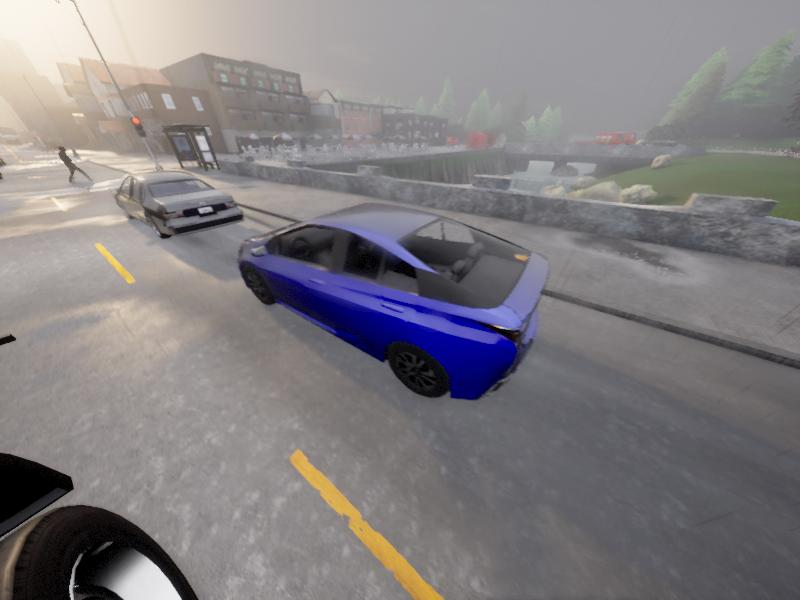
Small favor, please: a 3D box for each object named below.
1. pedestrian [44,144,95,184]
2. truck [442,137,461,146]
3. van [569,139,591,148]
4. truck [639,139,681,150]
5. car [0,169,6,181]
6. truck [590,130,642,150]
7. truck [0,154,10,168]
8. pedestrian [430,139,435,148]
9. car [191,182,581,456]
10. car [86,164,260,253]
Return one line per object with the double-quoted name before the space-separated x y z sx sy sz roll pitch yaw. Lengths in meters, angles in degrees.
"pedestrian" -18.092 -7.468 12.698 0.751 1.860 0.751 20 40 26
"truck" 17.589 -54.301 78.925 5.204 2.467 2.627 22 41 28
"van" 50.221 -43.623 64.477 4.442 1.987 1.775 22 41 28
"truck" 63.686 -38.187 56.780 6.274 2.098 2.390 22 41 28
"car" -26.412 -8.152 14.126 4.718 1.301 1.895 22 41 28
"truck" 53.773 -40.115 57.932 8.468 3.827 2.891 22 41 28
"truck" -35.736 -12.429 19.103 5.204 2.467 2.627 22 41 28
"pedestrian" 7.991 -38.222 56.392 0.751 1.860 0.751 22 41 28
"car" -0.493 -0.495 3.285 4.514 1.525 2.007 22 41 28
"car" -6.907 -3.048 6.966 5.357 1.411 2.033 22 41 28
